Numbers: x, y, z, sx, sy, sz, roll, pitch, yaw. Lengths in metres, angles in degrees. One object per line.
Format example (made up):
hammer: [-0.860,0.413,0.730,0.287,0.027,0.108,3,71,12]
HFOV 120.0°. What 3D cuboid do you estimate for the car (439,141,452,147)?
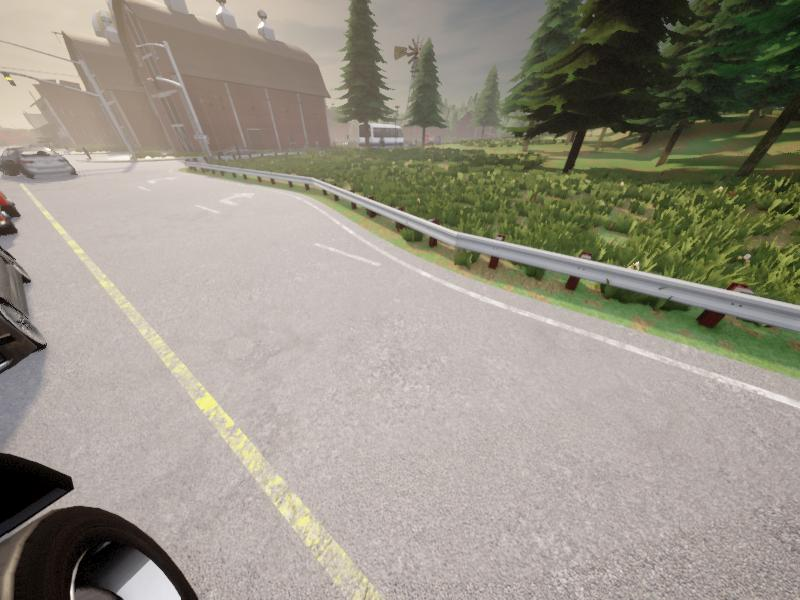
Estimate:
car: [13.734,-46.753,69.163,1.837,1.490,4.892,22,41,28]

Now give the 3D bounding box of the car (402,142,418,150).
car: [2.148,-33.779,50.631,1.845,1.501,3.633,22,41,28]

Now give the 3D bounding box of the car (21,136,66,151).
car: [-65.217,-28.696,42.302,3.866,1.878,1.905,-6,41,-6]

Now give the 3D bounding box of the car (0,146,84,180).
car: [-24.601,-9.265,15.476,4.611,1.667,2.242,13,37,18]

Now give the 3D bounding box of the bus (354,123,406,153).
bus: [-3.307,-30.541,43.630,3.944,4.253,10.273,22,41,28]

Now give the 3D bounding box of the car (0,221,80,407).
car: [-6.373,-0.094,2.712,4.902,1.511,2.128,22,41,28]

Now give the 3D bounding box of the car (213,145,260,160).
car: [-20.541,-18.657,29.132,1.994,1.385,4.181,22,41,28]

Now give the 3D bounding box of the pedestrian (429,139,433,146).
pedestrian: [9.266,-47.609,69.732,0.751,1.860,0.751,23,41,29]

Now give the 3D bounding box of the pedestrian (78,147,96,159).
pedestrian: [-33.733,-15.819,24.889,0.500,1.100,0.500,1,35,1]

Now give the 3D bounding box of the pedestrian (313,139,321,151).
pedestrian: [-14.650,-27.490,40.986,0.751,1.860,0.751,30,45,35]

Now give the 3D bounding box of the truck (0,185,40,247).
truck: [-12.574,-2.891,5.768,5.204,2.467,2.627,22,41,26]

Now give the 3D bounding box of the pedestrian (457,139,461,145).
pedestrian: [21.267,-56.949,83.082,0.751,1.860,0.751,27,43,32]

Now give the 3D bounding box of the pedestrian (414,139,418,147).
pedestrian: [4.575,-44.398,65.192,0.751,1.860,0.751,-13,37,-18]

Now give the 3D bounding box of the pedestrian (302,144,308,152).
pedestrian: [-16.064,-25.612,38.969,0.500,1.100,0.500,20,40,26]

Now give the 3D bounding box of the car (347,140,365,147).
car: [-13.094,-46.337,68.376,4.902,1.511,2.128,21,40,27]

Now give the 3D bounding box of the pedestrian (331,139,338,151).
pedestrian: [-12.472,-29.593,43.988,0.751,1.860,0.751,20,40,26]

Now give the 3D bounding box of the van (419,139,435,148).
van: [7.225,-41.645,61.398,2.069,2.038,4.480,22,40,28]
